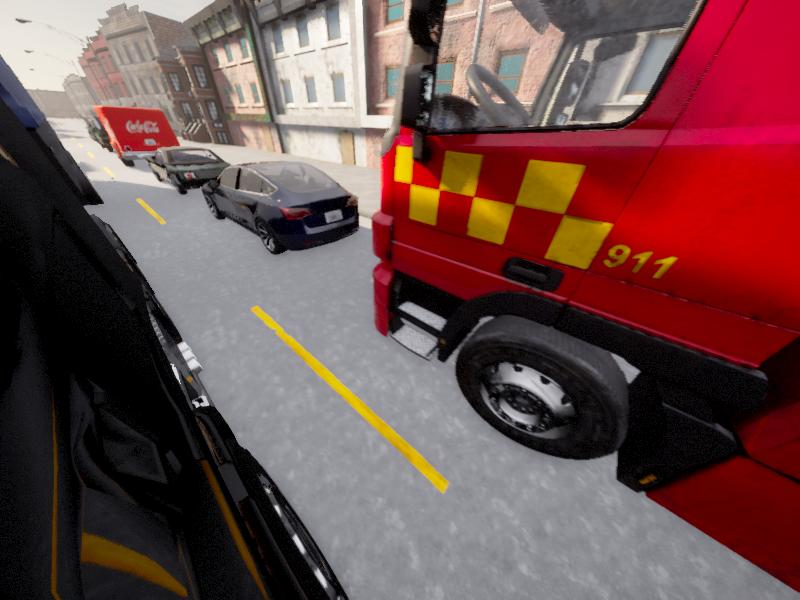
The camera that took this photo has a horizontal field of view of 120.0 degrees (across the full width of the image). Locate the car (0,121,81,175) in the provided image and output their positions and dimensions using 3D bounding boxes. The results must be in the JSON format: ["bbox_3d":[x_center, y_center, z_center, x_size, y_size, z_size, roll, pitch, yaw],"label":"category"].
[{"bbox_3d":[-17.419,-7.129,10.672,4.611,1.667,2.242,26,43,28],"label":"car"}]

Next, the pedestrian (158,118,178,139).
[{"bbox_3d":[-25.369,-18.763,25.326,0.751,1.860,0.751,-17,41,-25],"label":"pedestrian"}]

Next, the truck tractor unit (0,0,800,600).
[{"bbox_3d":[-2.645,-0.295,0.351,6.516,4.208,3.053,28,44,30],"label":"truck tractor unit"}]

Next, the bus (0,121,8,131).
[{"bbox_3d":[-52.079,-20.402,24.054,3.944,4.253,10.273,20,40,22],"label":"bus"}]

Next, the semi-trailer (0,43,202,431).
[{"bbox_3d":[-8.699,-3.605,4.226,14.254,4.402,2.717,28,44,30],"label":"semi-trailer"}]

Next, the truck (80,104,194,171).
[{"bbox_3d":[-14.188,-8.872,12.534,5.204,2.467,2.627,28,44,30],"label":"truck"}]

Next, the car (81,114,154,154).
[{"bbox_3d":[-20.709,-12.185,16.900,5.566,2.045,2.150,28,44,30],"label":"car"}]

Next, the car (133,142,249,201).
[{"bbox_3d":[-8.114,-5.138,8.915,4.718,1.301,1.895,28,43,29],"label":"car"}]

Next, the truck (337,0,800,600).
[{"bbox_3d":[3.823,0.118,0.541,8.468,3.827,2.891,28,43,29],"label":"truck"}]

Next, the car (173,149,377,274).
[{"bbox_3d":[-3.039,-2.511,5.573,4.792,1.488,2.163,28,44,30],"label":"car"}]

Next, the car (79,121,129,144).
[{"bbox_3d":[-27.237,-15.437,21.265,4.514,1.525,2.007,28,44,30],"label":"car"}]
